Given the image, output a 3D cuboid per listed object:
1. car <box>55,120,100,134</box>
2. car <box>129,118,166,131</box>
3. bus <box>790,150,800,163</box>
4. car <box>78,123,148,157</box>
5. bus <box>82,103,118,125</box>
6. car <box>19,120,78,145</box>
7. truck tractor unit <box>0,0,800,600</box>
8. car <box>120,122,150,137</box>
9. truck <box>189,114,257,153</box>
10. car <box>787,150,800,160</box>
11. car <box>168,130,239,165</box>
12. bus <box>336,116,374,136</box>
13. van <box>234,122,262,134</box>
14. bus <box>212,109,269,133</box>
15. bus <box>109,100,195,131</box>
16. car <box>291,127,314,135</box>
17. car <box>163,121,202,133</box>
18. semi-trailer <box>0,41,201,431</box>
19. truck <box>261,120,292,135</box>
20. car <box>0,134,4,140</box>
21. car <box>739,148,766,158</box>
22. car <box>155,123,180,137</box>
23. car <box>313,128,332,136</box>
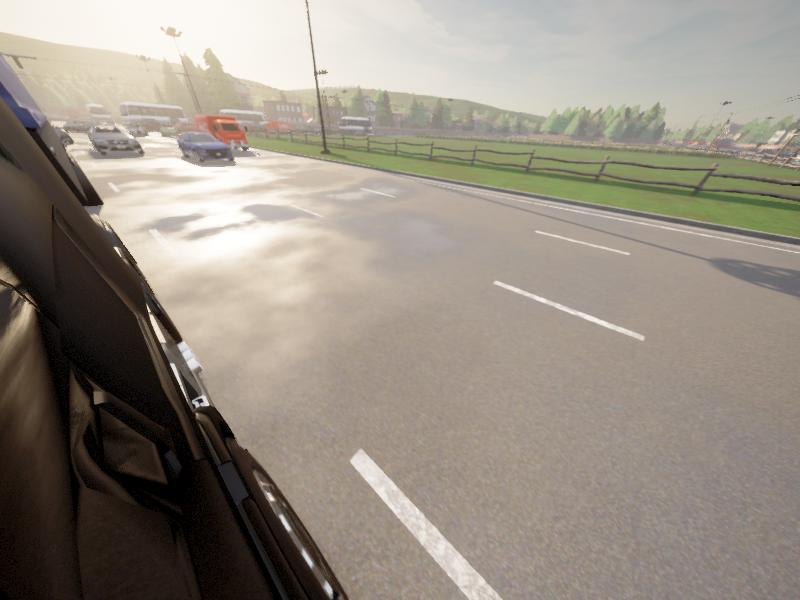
[{"bbox_3d":[-44.571,-24.043,32.049,1.994,1.385,4.181,-14,40,-22],"label":"car"},{"bbox_3d":[-47.047,-32.727,43.149,1.905,1.878,3.866,9,37,9],"label":"car"},{"bbox_3d":[72.848,-25.170,38.656,3.944,4.253,10.273,27,43,29],"label":"bus"},{"bbox_3d":[-20.100,-11.242,16.159,5.027,1.651,2.152,28,43,30],"label":"car"},{"bbox_3d":[-83.008,-51.290,63.872,10.273,4.253,3.944,28,43,30],"label":"bus"},{"bbox_3d":[-29.712,-14.172,19.547,3.705,1.549,1.789,22,41,24],"label":"car"},{"bbox_3d":[-2.645,-0.295,0.352,6.516,4.208,3.053,28,44,30],"label":"truck tractor unit"},{"bbox_3d":[-35.484,-22.911,31.014,1.970,1.475,3.806,-23,44,-30],"label":"car"},{"bbox_3d":[-15.542,-14.620,20.290,5.204,2.467,2.627,28,43,30],"label":"truck"},{"bbox_3d":[87.895,-31.456,50.287,1.930,1.638,5.238,27,43,29],"label":"car"},{"bbox_3d":[-12.938,-10.113,15.168,5.008,1.535,1.882,28,44,30],"label":"car"},{"bbox_3d":[-12.702,-49.937,66.551,3.944,4.253,10.273,28,43,30],"label":"bus"},{"bbox_3d":[-33.523,-38.086,51.148,1.775,1.987,4.442,28,44,30],"label":"van"},{"bbox_3d":[-39.370,-44.711,57.801,3.944,4.253,10.273,27,43,29],"label":"bus"},{"bbox_3d":[-49.218,-36.787,46.498,3.944,4.253,10.273,17,39,21],"label":"bus"},{"bbox_3d":[-25.178,-43.654,59.587,2.128,1.511,4.902,28,43,30],"label":"car"},{"bbox_3d":[-40.170,-32.053,42.866,2.242,1.667,4.611,14,38,15],"label":"car"},{"bbox_3d":[-8.697,-3.597,4.241,14.254,4.402,2.717,28,43,30],"label":"semi-trailer"},{"bbox_3d":[-27.843,-38.915,52.235,2.627,2.467,5.204,28,43,30],"label":"truck"},{"bbox_3d":[-36.072,-14.383,19.517,4.674,1.442,1.812,30,44,31],"label":"car"},{"bbox_3d":[83.550,-34.968,54.827,2.242,1.667,4.611,27,43,29],"label":"car"},{"bbox_3d":[-33.144,-24.346,33.055,2.007,1.525,4.514,-23,43,-30],"label":"car"},{"bbox_3d":[-20.165,-43.787,60.206,1.994,1.385,4.181,28,43,30],"label":"car"}]
